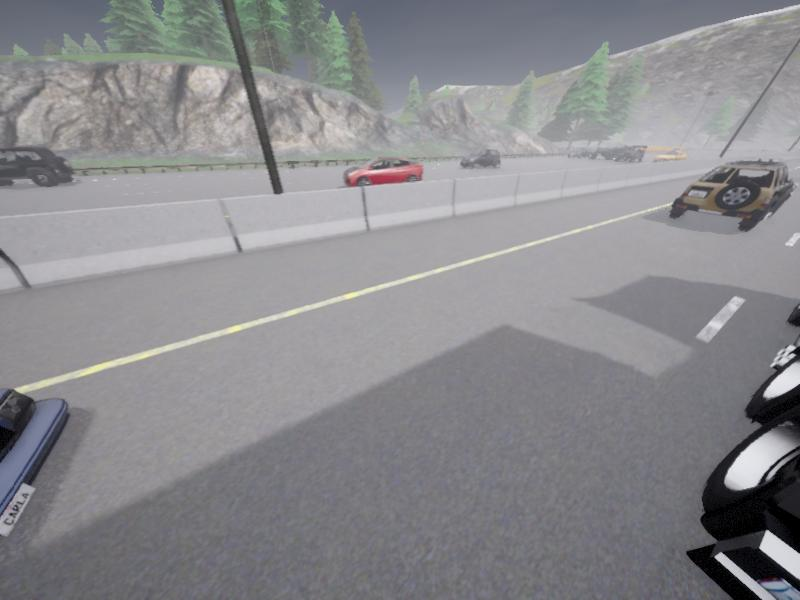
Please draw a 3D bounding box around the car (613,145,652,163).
[{"bbox_3d":[30.395,-19.078,30.184,3.866,1.878,1.905,-18,39,-25],"label":"car"}]

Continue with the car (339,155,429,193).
[{"bbox_3d":[-0.903,-7.206,13.054,4.514,1.525,2.007,-12,37,-17],"label":"car"}]

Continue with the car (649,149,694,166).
[{"bbox_3d":[33.225,-17.565,28.306,5.366,1.575,1.801,-18,39,-24],"label":"car"}]

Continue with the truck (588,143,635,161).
[{"bbox_3d":[30.812,-21.605,33.645,6.274,2.098,2.390,-18,39,-25],"label":"truck"}]

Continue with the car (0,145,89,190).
[{"bbox_3d":[-20.601,-7.134,12.402,3.866,1.878,1.905,-18,39,-24],"label":"car"}]

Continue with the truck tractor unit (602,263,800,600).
[{"bbox_3d":[5.115,-0.294,0.792,6.516,4.208,3.053,-18,39,-24],"label":"truck tractor unit"}]

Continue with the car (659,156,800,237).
[{"bbox_3d":[11.636,-3.754,7.915,4.605,1.855,1.932,-18,39,-25],"label":"car"}]

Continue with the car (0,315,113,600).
[{"bbox_3d":[-4.803,1.782,0.182,5.357,1.411,2.033,-18,39,-24],"label":"car"}]

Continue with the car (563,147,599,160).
[{"bbox_3d":[28.145,-22.806,35.856,4.902,1.511,2.128,-18,39,-24],"label":"car"}]

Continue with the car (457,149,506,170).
[{"bbox_3d":[7.902,-13.706,22.443,3.988,1.617,1.851,-14,37,-20],"label":"car"}]
